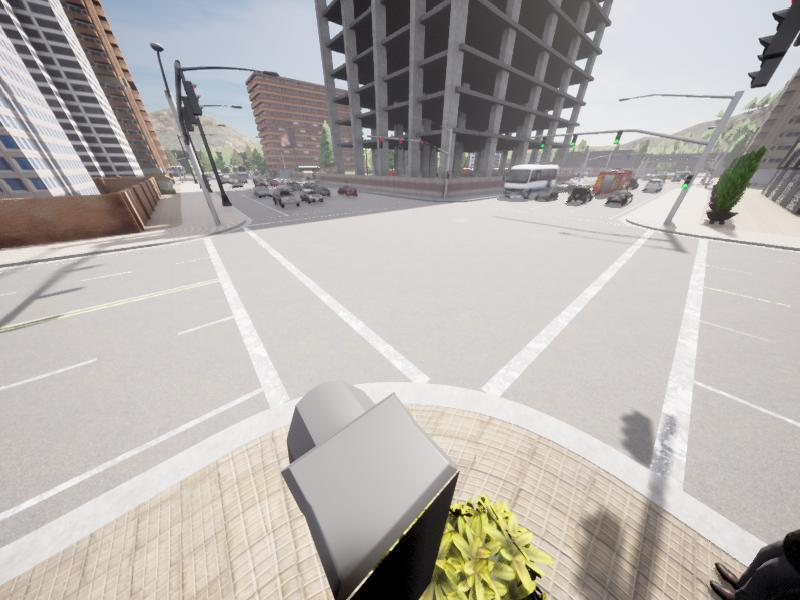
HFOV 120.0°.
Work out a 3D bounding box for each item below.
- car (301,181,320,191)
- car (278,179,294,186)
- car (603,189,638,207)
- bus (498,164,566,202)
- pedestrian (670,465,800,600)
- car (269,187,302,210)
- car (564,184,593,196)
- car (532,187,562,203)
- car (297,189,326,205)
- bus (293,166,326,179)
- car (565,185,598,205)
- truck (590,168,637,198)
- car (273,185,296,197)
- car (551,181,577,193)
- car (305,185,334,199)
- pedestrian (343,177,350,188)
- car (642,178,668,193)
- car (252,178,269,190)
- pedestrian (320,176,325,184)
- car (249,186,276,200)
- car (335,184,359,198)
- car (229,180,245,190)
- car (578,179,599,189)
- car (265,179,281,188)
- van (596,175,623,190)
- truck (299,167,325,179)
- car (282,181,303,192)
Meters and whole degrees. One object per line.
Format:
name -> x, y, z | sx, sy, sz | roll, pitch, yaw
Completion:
car -> -17.621, -22.430, 45.378 | 1.970, 1.475, 3.806 | -23, 37, -34
car -> -27.615, -28.389, 55.882 | 1.895, 1.301, 4.718 | -22, 37, -34
car -> 26.796, -12.456, 28.054 | 4.514, 1.525, 2.007 | -23, 37, -34
bus -> 19.279, -17.257, 33.638 | 10.273, 4.253, 3.944 | -23, 37, -34
pedestrian -> 3.453, 2.233, 1.925 | 0.751, 1.860, 0.751 | -15, 33, -24
car -> -13.063, -11.646, 26.298 | 1.932, 1.855, 4.605 | -21, 36, -32
car -> 29.187, -18.034, 37.731 | 4.902, 1.511, 2.128 | -23, 37, -34
car -> 19.575, -14.005, 30.700 | 3.705, 1.549, 1.789 | -23, 37, -34
car -> -11.249, -13.098, 29.215 | 1.970, 1.475, 3.806 | -22, 37, -33
bus -> -33.578, -47.681, 86.331 | 10.273, 4.253, 3.944 | -23, 37, -34
car -> 22.784, -13.209, 28.994 | 3.866, 1.878, 1.905 | -23, 37, -34
truck -> 33.991, -18.770, 36.692 | 8.468, 3.827, 2.891 | -23, 37, -34
car -> -18.403, -17.397, 36.693 | 1.812, 1.442, 4.674 | -22, 37, -34
car -> 30.125, -20.787, 42.342 | 4.611, 1.667, 2.242 | -23, 37, -34
car -> -12.254, -16.458, 35.000 | 2.128, 1.511, 4.902 | -23, 37, -34
pedestrian -> -11.328, -24.899, 48.918 | 0.751, 1.860, 0.751 | 20, 36, 31
car -> 47.509, -21.413, 43.049 | 5.566, 2.045, 2.150 | -23, 37, -34
car -> -28.586, -23.742, 47.238 | 1.905, 1.878, 3.866 | -22, 37, -34
pedestrian -> -19.451, -30.062, 57.862 | 0.751, 1.860, 0.751 | -26, 39, -37
car -> -20.148, -15.723, 33.757 | 2.163, 1.488, 4.792 | -22, 37, -34
car -> -8.124, -16.730, 35.426 | 1.789, 1.549, 3.705 | -23, 37, -34
car -> -33.967, -24.125, 48.185 | 1.851, 1.617, 3.988 | -22, 37, -34
car -> 41.175, -25.392, 50.443 | 5.366, 1.575, 1.801 | -23, 37, -34
car -> -28.823, -26.474, 52.334 | 2.007, 1.525, 4.514 | -22, 37, -34
van -> 43.788, -24.589, 48.168 | 6.366, 2.431, 2.351 | -23, 37, -34
truck -> -34.142, -49.459, 89.839 | 8.468, 3.827, 2.891 | -23, 37, -34
car -> -20.112, -21.255, 43.191 | 2.033, 1.649, 4.856 | -22, 37, -34
